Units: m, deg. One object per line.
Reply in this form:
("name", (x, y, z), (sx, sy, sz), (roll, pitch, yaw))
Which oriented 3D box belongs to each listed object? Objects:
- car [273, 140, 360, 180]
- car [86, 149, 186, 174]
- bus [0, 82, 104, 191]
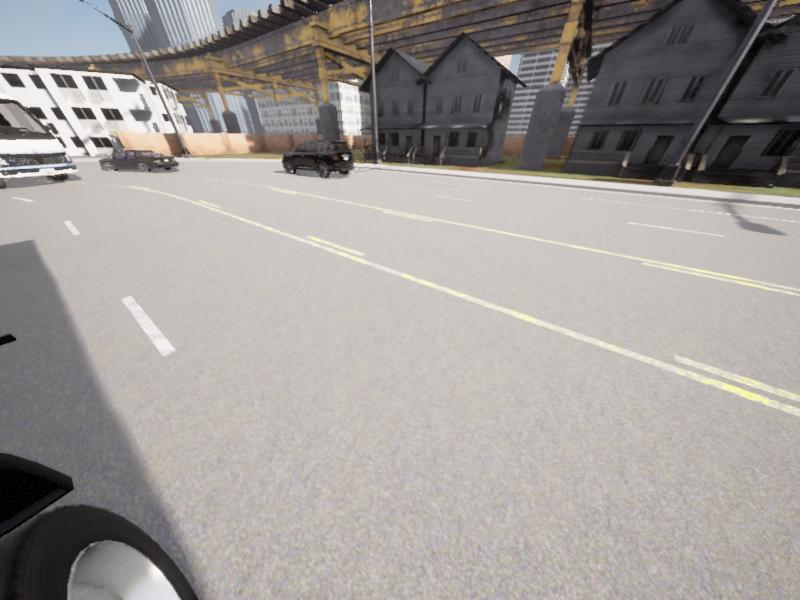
("car", (-5.722, -9.782, 15.947), (5.566, 2.045, 2.150), (20, 39, 25))
("car", (-19.922, -10.615, 17.589), (5.357, 1.411, 2.033), (5, 35, 7))
("bus", (-23.524, -8.098, 11.522), (10.273, 4.253, 3.944), (0, 34, 0))
